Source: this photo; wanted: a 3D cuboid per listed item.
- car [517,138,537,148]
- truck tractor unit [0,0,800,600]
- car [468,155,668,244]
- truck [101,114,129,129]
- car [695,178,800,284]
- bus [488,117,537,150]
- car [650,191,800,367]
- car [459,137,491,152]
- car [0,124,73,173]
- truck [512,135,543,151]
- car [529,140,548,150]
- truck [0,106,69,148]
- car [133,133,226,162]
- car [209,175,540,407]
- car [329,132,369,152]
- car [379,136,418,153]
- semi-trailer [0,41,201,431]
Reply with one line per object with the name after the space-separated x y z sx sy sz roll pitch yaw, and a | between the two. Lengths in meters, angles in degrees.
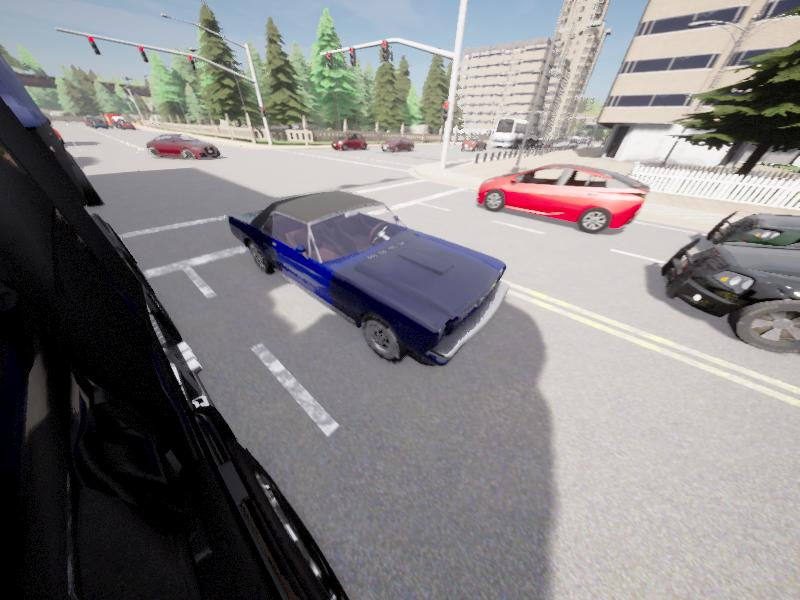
26.915 -33.167 48.787 2.128 1.511 4.902 28 43 30 | car
-2.645 -0.295 0.351 6.516 4.208 3.053 28 44 30 | truck tractor unit
4.843 -3.431 7.318 4.514 1.525 2.007 29 44 31 | car
-64.425 -40.419 52.221 5.204 2.467 2.627 28 43 30 | truck
9.576 -0.880 4.159 4.974 1.542 2.038 28 43 30 | car
20.283 -29.837 41.589 3.944 4.253 10.273 28 43 30 | bus
6.513 0.220 2.489 4.974 1.542 2.038 28 43 30 | car
10.649 -22.149 32.842 2.152 1.651 5.027 28 43 30 | car
-18.788 -7.770 11.639 5.238 1.638 1.930 28 43 30 | car
21.573 -26.591 39.096 2.390 2.098 6.274 29 44 31 | truck
26.492 -29.627 44.015 1.816 1.474 4.193 28 43 30 | car
-29.884 -13.988 18.644 5.204 2.467 2.627 28 44 30 | truck
-14.688 -10.332 15.574 4.181 1.385 1.994 7 37 6 | car
-0.803 -0.834 3.664 4.718 1.301 1.895 28 43 30 | car
-5.603 -17.628 25.769 1.851 1.617 3.988 30 44 32 | car
-0.099 -18.011 26.757 1.812 1.442 4.674 28 43 30 | car
-8.704 -3.577 4.255 14.254 4.402 2.717 28 43 30 | semi-trailer
